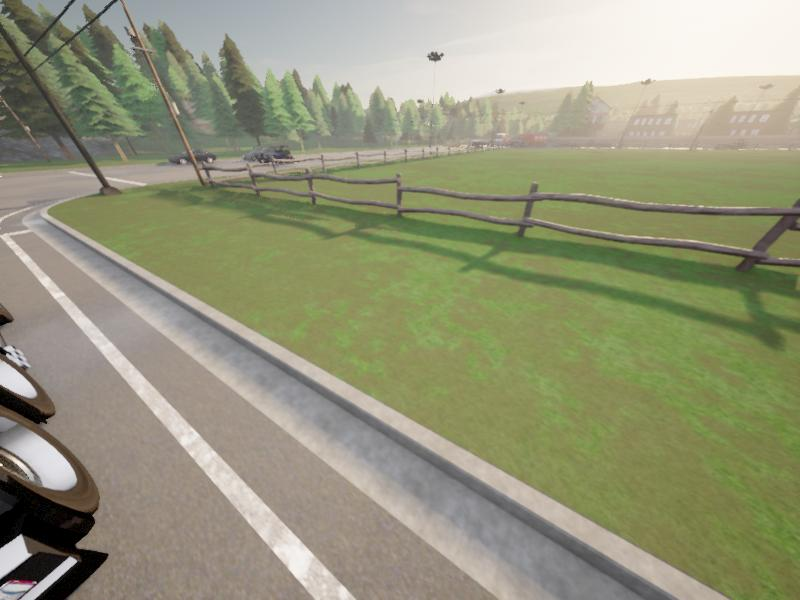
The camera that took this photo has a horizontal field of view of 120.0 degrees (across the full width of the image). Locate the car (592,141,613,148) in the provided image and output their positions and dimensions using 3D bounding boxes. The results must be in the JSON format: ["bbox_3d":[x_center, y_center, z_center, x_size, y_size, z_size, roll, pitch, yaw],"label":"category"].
[{"bbox_3d":[56.011,-43.191,64.095,3.988,1.617,1.851,18,39,25],"label":"car"}]

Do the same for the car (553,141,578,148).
[{"bbox_3d":[44.925,-42.260,62.793,5.238,1.638,1.930,18,39,25],"label":"car"}]

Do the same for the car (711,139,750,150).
[{"bbox_3d":[68.416,-32.273,47.953,3.866,1.878,1.905,18,39,25],"label":"car"}]

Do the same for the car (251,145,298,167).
[{"bbox_3d":[-13.928,-16.235,25.868,1.905,1.878,3.866,18,39,25],"label":"car"}]

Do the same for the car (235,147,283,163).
[{"bbox_3d":[-18.586,-19.397,30.802,2.128,1.511,4.902,19,39,25],"label":"car"}]

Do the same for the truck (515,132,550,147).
[{"bbox_3d":[40.505,-49.260,70.989,8.468,3.827,2.891,18,39,25],"label":"truck"}]

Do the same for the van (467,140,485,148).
[{"bbox_3d":[22.528,-46.397,68.663,4.480,2.038,2.069,-15,37,-20],"label":"van"}]

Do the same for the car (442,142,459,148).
[{"bbox_3d":[15.712,-48.300,71.917,5.008,1.535,1.882,-22,40,-28],"label":"car"}]

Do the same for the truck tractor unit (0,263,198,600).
[{"bbox_3d":[-5.135,-0.270,0.794,6.516,4.208,3.053,18,40,25],"label":"truck tractor unit"}]

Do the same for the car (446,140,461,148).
[{"bbox_3d":[17.562,-51.311,75.926,4.605,1.855,1.932,-17,38,-23],"label":"car"}]

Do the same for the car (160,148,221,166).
[{"bbox_3d":[-24.920,-17.178,27.701,1.837,1.490,4.892,18,39,25],"label":"car"}]
